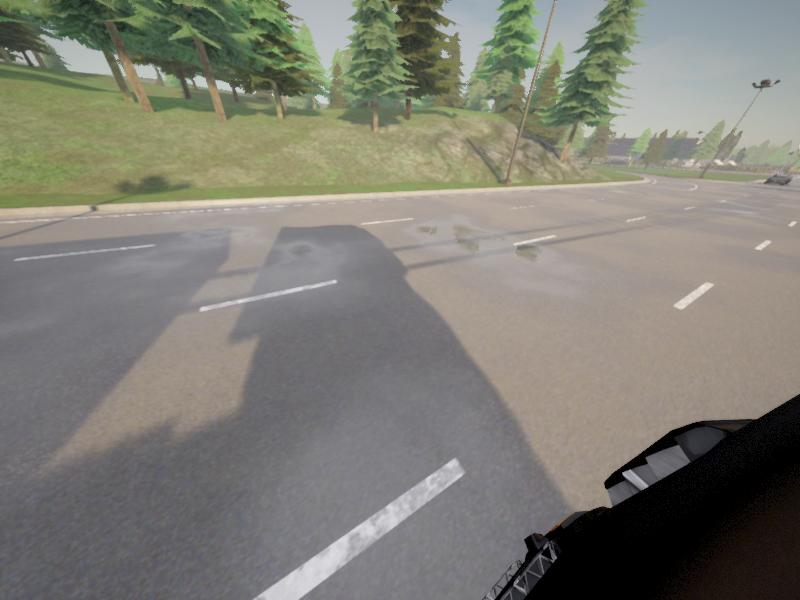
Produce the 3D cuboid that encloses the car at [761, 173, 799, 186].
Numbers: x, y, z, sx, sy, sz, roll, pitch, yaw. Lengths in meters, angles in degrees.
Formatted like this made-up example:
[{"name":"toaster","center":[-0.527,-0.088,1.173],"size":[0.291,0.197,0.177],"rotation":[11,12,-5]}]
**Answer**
[{"name":"car","center":[57.197,-18.184,34.767],"size":[4.902,1.511,2.128],"rotation":[-15,38,-26]}]
